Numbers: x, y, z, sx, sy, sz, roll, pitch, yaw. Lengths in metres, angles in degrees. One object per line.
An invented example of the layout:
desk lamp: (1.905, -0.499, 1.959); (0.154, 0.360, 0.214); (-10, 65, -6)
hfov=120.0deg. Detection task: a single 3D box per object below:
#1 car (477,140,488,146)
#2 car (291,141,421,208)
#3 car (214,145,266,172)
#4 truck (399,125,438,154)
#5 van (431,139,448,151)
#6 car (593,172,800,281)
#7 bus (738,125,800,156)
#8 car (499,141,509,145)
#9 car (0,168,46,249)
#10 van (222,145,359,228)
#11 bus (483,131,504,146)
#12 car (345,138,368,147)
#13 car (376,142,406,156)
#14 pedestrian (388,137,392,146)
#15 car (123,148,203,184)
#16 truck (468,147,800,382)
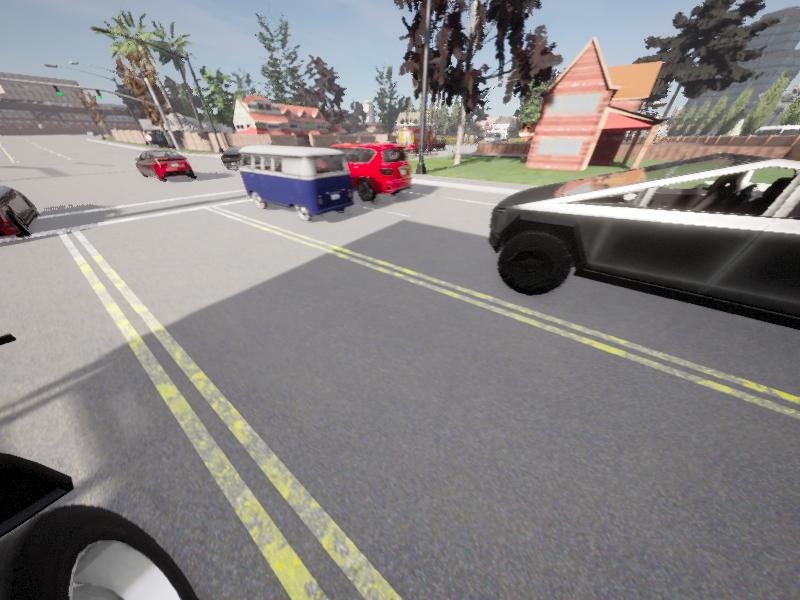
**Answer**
car: (27.671, -52.512, 77.270); (1.801, 1.575, 5.366); (21, 40, 27)
car: (-2.049, -5.917, 10.503); (5.566, 2.045, 2.150); (23, 41, 28)
car: (-13.310, -12.112, 19.636); (1.837, 1.490, 4.892); (-8, 36, -7)
truck: (3.411, -28.761, 41.394); (2.891, 3.827, 8.468); (21, 40, 27)
van: (8.205, -32.321, 48.079); (1.775, 1.987, 4.442); (19, 39, 25)
car: (7.194, -1.925, 5.422); (3.806, 1.475, 1.970); (22, 41, 28)
bus: (67.872, -28.787, 41.647); (3.944, 4.253, 10.273); (22, 41, 27)
car: (38.592, -58.226, 85.677); (1.895, 1.301, 4.718); (21, 40, 27)
car: (-11.563, -2.360, 5.957); (4.181, 1.385, 1.994); (28, 44, 33)
van: (-3.756, -4.133, 8.006); (4.442, 1.987, 1.775); (22, 41, 28)
bus: (34.198, -59.146, 84.379); (3.944, 4.253, 10.273); (21, 40, 27)
car: (-10.544, -38.258, 56.098); (5.027, 1.636, 2.152); (21, 40, 27)
car: (-1.290, -23.788, 36.210); (2.152, 1.651, 5.027); (21, 40, 27)
pedestrian: (-2.769, -42.388, 61.811); (0.751, 1.860, 0.751); (21, 40, 27)
car: (-14.767, -8.444, 14.409); (4.514, 1.525, 2.007); (22, 41, 28)
truck: (4.569, -0.756, 3.198); (6.274, 2.098, 2.390); (22, 41, 28)
